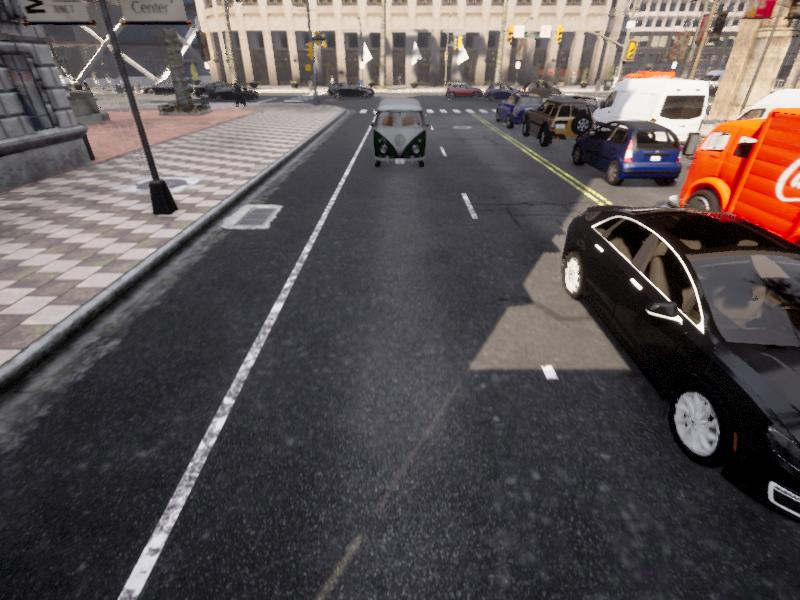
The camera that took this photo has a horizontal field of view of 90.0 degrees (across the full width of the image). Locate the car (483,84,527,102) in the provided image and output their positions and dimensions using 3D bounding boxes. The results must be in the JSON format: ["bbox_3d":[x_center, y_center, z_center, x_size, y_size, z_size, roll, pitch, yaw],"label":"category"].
[{"bbox_3d":[10.249,-20.347,39.242,3.633,1.501,1.845,0,30,0],"label":"car"}]

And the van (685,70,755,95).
[{"bbox_3d":[38.158,-26.017,47.860,5.915,2.561,1.988,0,30,0],"label":"van"}]

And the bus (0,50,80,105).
[{"bbox_3d":[-36.787,-20.595,37.026,10.273,4.253,3.944,-20,35,-31],"label":"bus"}]

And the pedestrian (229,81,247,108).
[{"bbox_3d":[-12.602,-15.993,31.150,0.751,1.860,0.751,-24,38,-35],"label":"pedestrian"}]

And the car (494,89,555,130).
[{"bbox_3d":[7.031,-11.098,23.179,2.097,1.767,4.553,0,30,0],"label":"car"}]

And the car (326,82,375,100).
[{"bbox_3d":[-5.155,-22.141,42.344,4.902,1.511,2.128,0,30,0],"label":"car"}]

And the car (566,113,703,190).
[{"bbox_3d":[7.009,-4.794,12.591,1.851,1.617,3.988,0,30,0],"label":"car"}]

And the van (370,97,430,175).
[{"bbox_3d":[0.002,-6.026,14.328,1.775,1.987,4.442,0,30,0],"label":"van"}]

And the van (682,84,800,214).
[{"bbox_3d":[10.501,-3.994,10.297,1.988,2.561,5.915,0,30,0],"label":"van"}]

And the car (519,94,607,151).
[{"bbox_3d":[7.033,-8.079,17.935,1.932,1.855,4.605,0,30,0],"label":"car"}]

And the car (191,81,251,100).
[{"bbox_3d":[-18.792,-22.096,42.152,5.238,1.638,1.930,-2,30,-3],"label":"car"}]

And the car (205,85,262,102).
[{"bbox_3d":[-16.279,-20.288,39.255,4.674,1.442,1.812,-1,30,-1],"label":"car"}]

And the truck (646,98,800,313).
[{"bbox_3d":[6.980,-1.646,6.356,2.627,2.467,5.204,0,30,0],"label":"truck"}]

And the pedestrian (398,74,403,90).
[{"bbox_3d":[0.046,-30.329,55.637,0.751,1.860,0.751,0,30,1],"label":"pedestrian"}]

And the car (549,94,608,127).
[{"bbox_3d":[10.539,-11.414,23.976,1.845,1.501,3.633,0,30,0],"label":"car"}]

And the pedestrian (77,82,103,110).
[{"bbox_3d":[-23.151,-15.248,29.888,0.751,1.860,0.751,-6,31,-10],"label":"pedestrian"}]

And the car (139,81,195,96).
[{"bbox_3d":[-27.612,-25.157,47.624,5.357,1.411,2.033,-8,31,-13],"label":"car"}]

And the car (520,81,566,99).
[{"bbox_3d":[14.982,-22.132,42.212,3.988,1.617,1.851,0,30,0],"label":"car"}]

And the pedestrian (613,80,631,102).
[{"bbox_3d":[21.036,-19.787,37.898,0.751,1.860,0.751,-5,31,-8],"label":"pedestrian"}]

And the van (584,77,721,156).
[{"bbox_3d":[10.538,-8.230,17.538,1.988,2.561,5.915,0,30,0],"label":"van"}]

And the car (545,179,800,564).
[{"bbox_3d":[3.469,-0.019,4.547,1.837,1.490,4.892,0,30,0],"label":"car"}]

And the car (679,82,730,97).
[{"bbox_3d":[34.286,-23.783,45.141,3.806,1.475,1.970,0,30,0],"label":"car"}]

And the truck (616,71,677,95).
[{"bbox_3d":[29.432,-25.995,47.943,5.204,2.467,2.627,0,30,0],"label":"truck"}]

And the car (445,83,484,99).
[{"bbox_3d":[6.743,-22.106,42.298,3.806,1.475,1.970,0,30,0],"label":"car"}]

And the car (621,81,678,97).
[{"bbox_3d":[28.045,-23.805,45.181,4.792,1.488,2.163,0,30,0],"label":"car"}]
